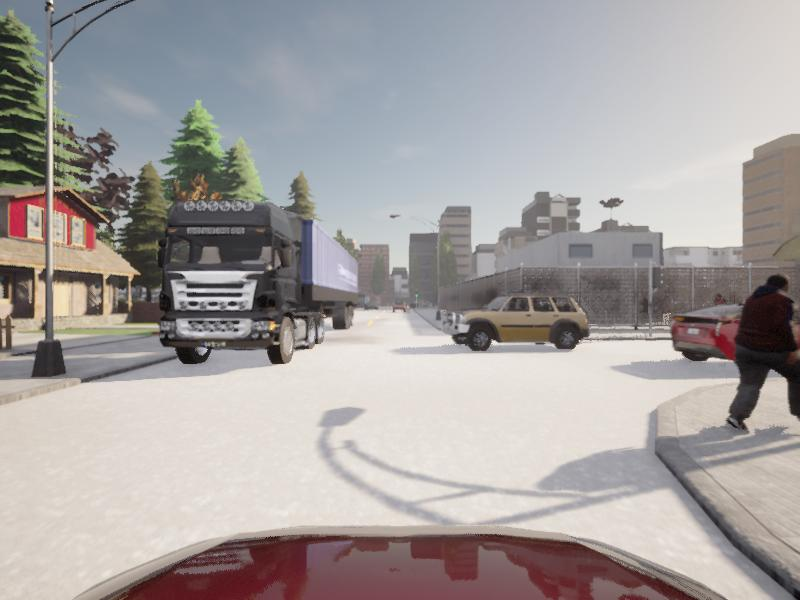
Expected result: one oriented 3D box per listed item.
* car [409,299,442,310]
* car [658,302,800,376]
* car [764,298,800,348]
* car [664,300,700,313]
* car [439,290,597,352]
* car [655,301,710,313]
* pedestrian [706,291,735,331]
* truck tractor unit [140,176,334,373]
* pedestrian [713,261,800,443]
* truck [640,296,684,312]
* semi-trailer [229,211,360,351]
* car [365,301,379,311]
[{"bbox_3d":[4.276,0.763,67.114,5.238,1.638,1.930,0,-2,-25],"label":"car"},{"bbox_3d":[9.013,0.828,9.548,4.514,1.525,2.007,0,0,-4],"label":"car"},{"bbox_3d":[15.773,0.777,13.662,4.856,1.649,2.033,0,0,0],"label":"car"},{"bbox_3d":[34.625,0.740,49.178,1.789,1.547,3.705,0,0,0],"label":"car"},{"bbox_3d":[3.780,0.655,13.202,4.605,1.855,1.932,1,0,-9],"label":"car"},{"bbox_3d":[34.785,0.812,49.405,5.357,1.415,2.033,0,0,0],"label":"car"},{"bbox_3d":[15.210,0.523,18.987,0.751,1.860,0.751,0,0,0],"label":"pedestrian"},{"bbox_3d":[-4.019,-0.522,11.813,3.053,4.208,6.516,0,0,0],"label":"truck tractor unit"},{"bbox_3d":[4.194,0.534,4.494,0.751,1.860,0.751,0,0,-5],"label":"pedestrian"},{"bbox_3d":[34.942,0.500,53.366,4.478,2.038,2.069,0,0,0],"label":"truck"},{"bbox_3d":[-4.037,-0.620,19.723,2.717,4.402,14.254,0,0,0],"label":"semi-trailer"},{"bbox_3d":[-4.269,0.847,60.318,1.816,1.474,4.193,0,0,-8],"label":"car"}]
